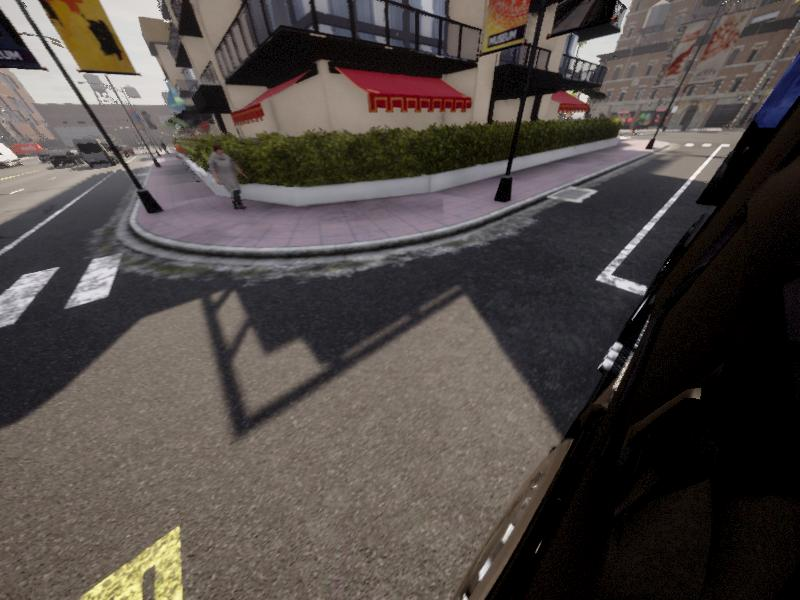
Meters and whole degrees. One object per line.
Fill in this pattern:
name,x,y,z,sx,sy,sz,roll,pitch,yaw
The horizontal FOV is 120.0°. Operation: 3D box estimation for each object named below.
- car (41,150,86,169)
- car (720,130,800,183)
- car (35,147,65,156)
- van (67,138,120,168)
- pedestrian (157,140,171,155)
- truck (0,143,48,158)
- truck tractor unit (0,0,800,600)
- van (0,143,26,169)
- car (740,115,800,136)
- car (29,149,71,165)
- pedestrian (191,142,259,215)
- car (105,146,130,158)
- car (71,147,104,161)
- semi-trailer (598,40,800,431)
car,-39.918,-16.857,27.543,1.837,1.490,4.892,-28,44,-30
car,16.104,-6.358,9.987,5.357,1.411,2.033,-28,44,-30
car,-89.214,-37.909,58.975,3.806,1.475,1.970,-28,44,-30
van,-34.376,-16.774,26.201,1.988,2.561,5.915,-28,44,-30
pedestrian,-36.451,-23.581,35.726,0.751,1.860,0.751,-26,43,-28
truck,-89.265,-35.593,54.972,5.204,2.467,2.627,-28,44,-30
truck tractor unit,2.645,-0.295,0.351,6.516,4.208,3.053,-28,44,-30
van,-50.526,-17.925,28.771,1.988,2.561,5.915,-28,44,-30
car,40.399,-18.152,24.041,2.152,1.651,5.027,-8,37,-8
car,-50.792,-20.934,33.676,2.128,1.511,4.902,-28,44,-30
pedestrian,-5.331,-3.751,7.173,0.751,1.860,0.751,16,41,23
car,-46.299,-24.353,38.005,1.816,1.474,4.193,-28,44,-30
car,-49.296,-23.164,36.552,2.038,1.542,4.974,-28,43,-30
semi-trailer,8.690,-3.607,4.240,14.254,4.402,2.717,-28,44,-30
